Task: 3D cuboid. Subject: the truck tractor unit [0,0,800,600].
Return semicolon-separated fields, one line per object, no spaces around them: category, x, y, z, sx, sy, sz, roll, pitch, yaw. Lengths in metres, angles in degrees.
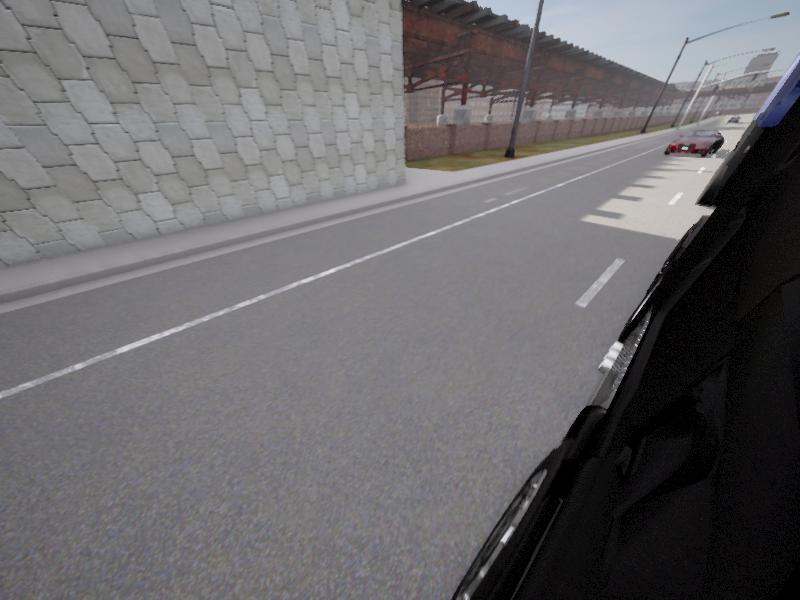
truck tractor unit;2.645;-0.295;0.352;6.516;4.208;3.053;-28;44;-30

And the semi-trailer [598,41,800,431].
semi-trailer;8.699;-3.590;4.248;14.254;4.402;2.717;-28;44;-30

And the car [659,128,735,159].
car;19.692;-10.454;15.350;4.181;1.385;1.994;-23;41;-25
